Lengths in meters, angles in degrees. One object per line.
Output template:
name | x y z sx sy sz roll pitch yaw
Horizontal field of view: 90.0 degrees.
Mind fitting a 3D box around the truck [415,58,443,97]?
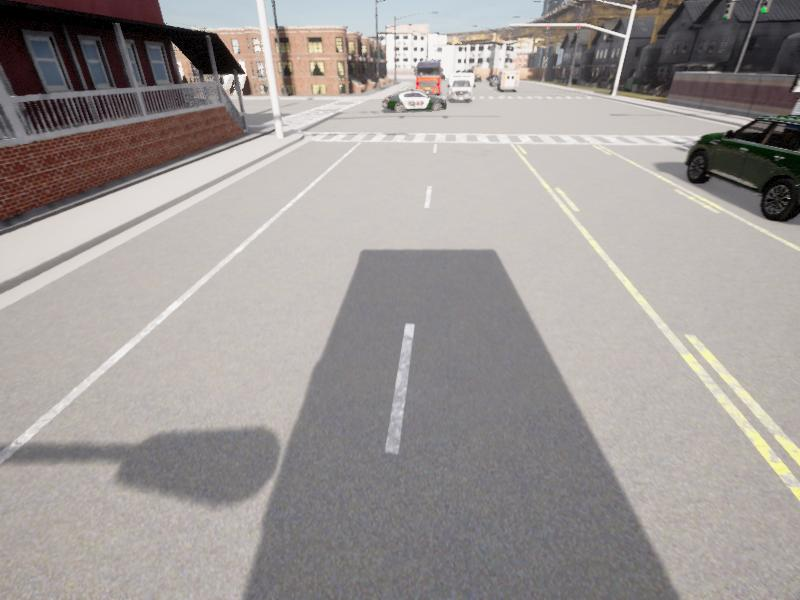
truck | 3.631 -27.344 49.083 2.891 3.827 8.468 3 30 5

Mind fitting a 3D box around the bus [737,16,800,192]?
bus | 12.716 -3.535 7.721 3.944 4.253 10.273 3 30 5

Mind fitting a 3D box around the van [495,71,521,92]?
van | 14.928 -30.434 55.620 2.351 2.431 6.366 3 30 5

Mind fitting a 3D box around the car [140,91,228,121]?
car | -14.791 -13.466 27.651 4.611 1.667 2.242 4 31 8

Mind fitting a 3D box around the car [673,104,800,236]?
car | 9.499 -3.419 9.753 2.150 2.045 5.566 3 30 5

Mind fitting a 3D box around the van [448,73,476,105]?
van | 5.927 -20.657 38.976 2.351 2.431 6.366 3 31 5

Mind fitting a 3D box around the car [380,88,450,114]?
car | 1.151 -15.446 30.985 4.974 1.542 2.038 -9 31 -15
